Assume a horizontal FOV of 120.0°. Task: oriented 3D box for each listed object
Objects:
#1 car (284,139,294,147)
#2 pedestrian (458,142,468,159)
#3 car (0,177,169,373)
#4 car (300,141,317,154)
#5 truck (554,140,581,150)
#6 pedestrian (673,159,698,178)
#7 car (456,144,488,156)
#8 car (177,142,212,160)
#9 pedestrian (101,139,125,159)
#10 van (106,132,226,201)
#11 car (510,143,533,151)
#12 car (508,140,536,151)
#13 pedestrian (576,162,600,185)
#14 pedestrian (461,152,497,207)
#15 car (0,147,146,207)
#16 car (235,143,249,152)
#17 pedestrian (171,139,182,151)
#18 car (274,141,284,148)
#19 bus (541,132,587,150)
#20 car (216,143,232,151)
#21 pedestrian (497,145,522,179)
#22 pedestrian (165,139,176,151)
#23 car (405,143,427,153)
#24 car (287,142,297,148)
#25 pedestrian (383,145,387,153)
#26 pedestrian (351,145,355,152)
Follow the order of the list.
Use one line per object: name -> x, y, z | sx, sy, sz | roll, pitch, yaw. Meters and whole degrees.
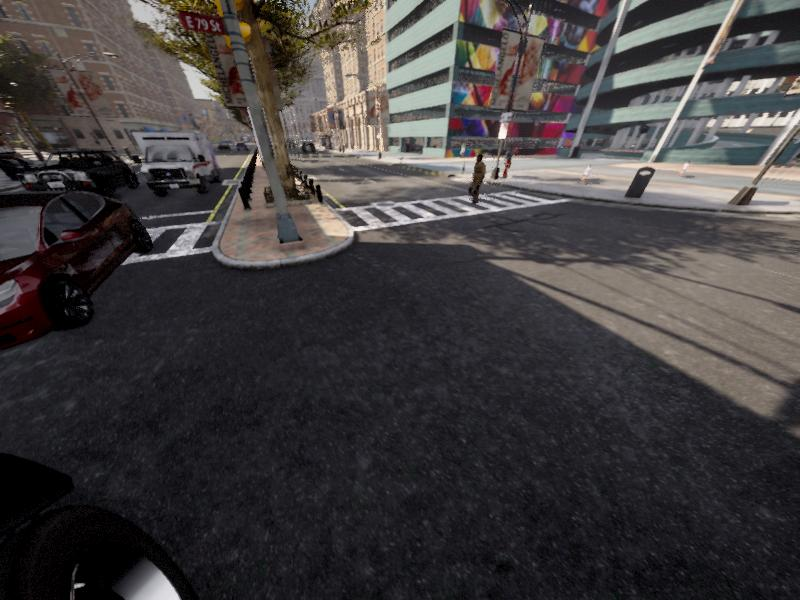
car -> -35.249, -49.807, 73.252 | 2.150, 2.045, 5.566 | -15, 38, -21
pedestrian -> 8.479, -20.197, 31.137 | 0.751, 1.860, 0.751 | -27, 43, -34
car -> -6.220, -0.842, 3.818 | 2.163, 1.488, 4.792 | -17, 38, -23
car -> -17.158, -28.646, 43.242 | 1.932, 1.855, 4.605 | -15, 38, -21
truck -> 47.886, -44.527, 66.310 | 2.627, 2.467, 5.204 | -16, 38, -22
pedestrian -> 19.696, -9.058, 15.950 | 0.500, 1.100, 0.500 | -10, 36, -15
car -> 11.887, -25.053, 38.553 | 2.128, 1.511, 4.902 | -16, 38, -22
car -> -26.730, -19.462, 30.017 | 4.553, 1.767, 2.097 | 27, 43, 33
pedestrian -> -32.303, -16.963, 25.996 | 0.751, 1.860, 0.751 | -15, 38, -21
van -> -11.378, -7.251, 12.126 | 2.351, 2.431, 6.366 | -15, 38, -21
car -> 29.833, -37.676, 56.972 | 2.007, 1.523, 4.514 | -16, 38, -22
car -> 29.862, -37.967, 56.705 | 2.435, 2.045, 5.566 | -16, 38, -22
pedestrian -> 10.781, -7.273, 13.280 | 0.500, 1.100, 0.500 | -9, 36, -13
pedestrian -> 3.124, -4.875, 9.346 | 0.751, 1.860, 0.751 | -11, 36, -16
car -> -14.174, -5.764, 10.440 | 1.932, 1.855, 4.605 | -15, 38, -21
car -> -32.689, -31.699, 47.813 | 1.812, 1.442, 4.674 | -15, 38, -21
pedestrian -> -42.375, -29.426, 43.761 | 0.751, 1.860, 0.751 | -16, 38, -22
car -> -33.439, -42.946, 63.896 | 1.837, 1.490, 4.892 | -15, 38, -21
bus -> 49.354, -48.222, 70.068 | 3.944, 4.253, 10.273 | -16, 38, -22
car -> -37.358, -32.559, 49.112 | 1.895, 1.301, 4.718 | -15, 38, -21
pedestrian -> 7.133, -9.070, 15.150 | 0.751, 1.860, 0.751 | -9, 36, -13
pedestrian -> -43.145, -29.153, 43.360 | 0.751, 1.860, 0.751 | -23, 41, -30
car -> 3.060, -29.969, 45.570 | 2.161, 1.482, 4.786 | -16, 38, -22
car -> -31.295, -44.927, 66.864 | 1.970, 1.475, 3.806 | -15, 38, -21
pedestrian -> -2.816, -28.334, 43.341 | 0.500, 1.100, 0.500 | 26, 42, 32
pedestrian -> -9.042, -29.217, 44.532 | 0.500, 1.100, 0.500 | -22, 41, -29
